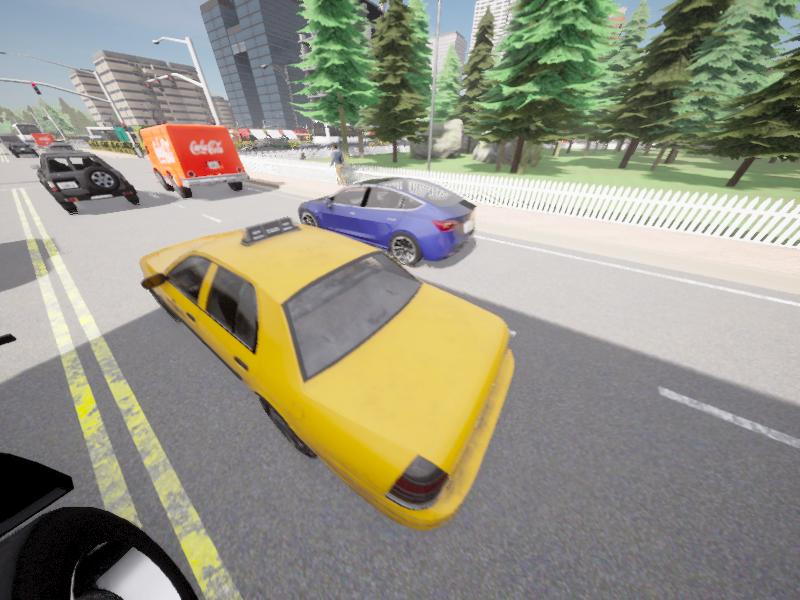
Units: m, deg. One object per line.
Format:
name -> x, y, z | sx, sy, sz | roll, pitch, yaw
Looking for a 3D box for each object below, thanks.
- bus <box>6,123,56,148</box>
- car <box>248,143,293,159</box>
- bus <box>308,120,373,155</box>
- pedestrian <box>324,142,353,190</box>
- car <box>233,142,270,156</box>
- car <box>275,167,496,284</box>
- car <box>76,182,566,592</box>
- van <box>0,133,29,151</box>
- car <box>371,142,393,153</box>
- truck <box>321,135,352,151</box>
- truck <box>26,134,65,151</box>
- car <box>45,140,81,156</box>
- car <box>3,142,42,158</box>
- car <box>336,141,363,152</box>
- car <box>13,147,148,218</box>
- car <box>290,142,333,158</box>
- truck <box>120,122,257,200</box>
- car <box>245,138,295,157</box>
bus -> -82.155, -36.558, 51.426 | 10.273, 4.253, 3.944 | 22, 41, 28
car -> -16.943, -19.719, 30.430 | 2.007, 1.525, 4.514 | 21, 40, 27
bus -> -9.541, -27.342, 38.943 | 3.944, 4.253, 10.273 | 21, 40, 27
pedestrian -> -2.904, -6.391, 11.034 | 0.751, 1.860, 0.751 | 24, 42, 30
car -> -22.059, -22.624, 34.441 | 1.851, 1.617, 3.988 | 21, 40, 27
car -> -0.529, -2.222, 5.771 | 4.792, 1.488, 2.163 | 22, 41, 28
car -> -1.495, -0.194, 2.800 | 5.366, 1.575, 1.801 | 22, 41, 28
van -> -67.615, -27.570, 40.249 | 5.915, 2.561, 1.988 | 22, 41, 28
car -> -3.178, -27.940, 42.249 | 1.816, 1.474, 4.193 | 21, 40, 27
truck -> -12.553, -31.174, 45.912 | 2.627, 2.467, 5.204 | 21, 40, 27
truck -> -63.973, -28.504, 41.696 | 5.204, 2.467, 2.627 | 22, 41, 28
car -> -47.673, -21.512, 32.628 | 5.238, 1.638, 1.930 | 22, 41, 28
car -> -48.022, -19.144, 29.366 | 4.514, 1.525, 2.007 | 22, 41, 28
car -> -9.681, -29.634, 44.552 | 2.038, 1.542, 4.974 | 21, 40, 27
car -> -12.079, -4.635, 8.753 | 4.605, 1.855, 1.932 | 22, 40, 28
car -> -11.866, -20.504, 31.485 | 1.930, 1.638, 5.238 | 21, 40, 27
truck -> -9.749, -6.416, 10.728 | 5.204, 2.467, 2.627 | 20, 40, 30
car -> -18.595, -22.149, 33.411 | 2.150, 2.045, 5.566 | 21, 40, 27
